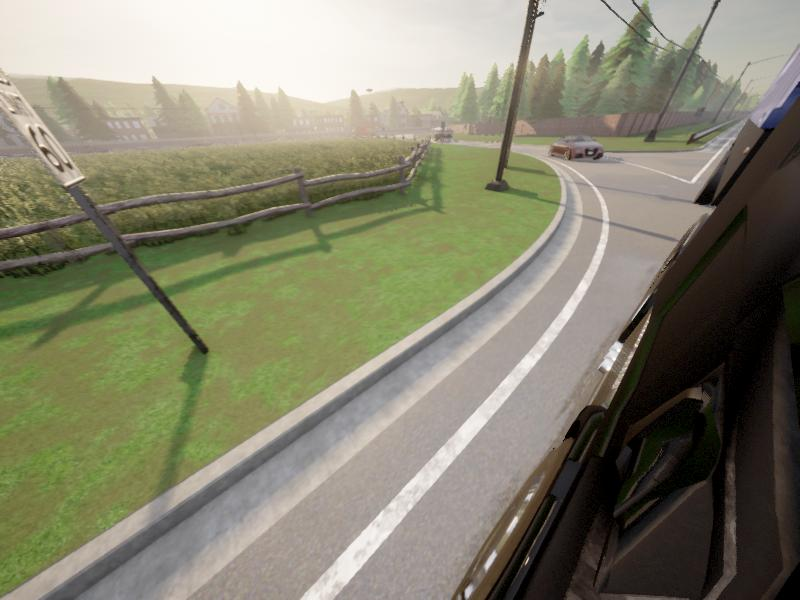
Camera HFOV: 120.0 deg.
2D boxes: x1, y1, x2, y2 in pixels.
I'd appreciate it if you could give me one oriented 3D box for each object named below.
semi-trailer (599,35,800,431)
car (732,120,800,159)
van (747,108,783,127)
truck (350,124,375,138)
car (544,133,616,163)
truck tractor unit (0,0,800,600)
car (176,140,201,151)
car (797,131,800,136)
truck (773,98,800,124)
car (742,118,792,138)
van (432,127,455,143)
[{"bbox_3d":[8.660,-3.624,4.275,14.254,4.402,2.717,-28,44,-30],"label":"semi-trailer"},{"bbox_3d":[22.684,-9.848,14.078,5.027,1.651,2.152,-28,43,-30],"label":"car"},{"bbox_3d":[63.744,-31.961,40.462,6.366,2.431,2.351,-28,43,-30],"label":"van"},{"bbox_3d":[-13.915,-63.368,86.749,8.468,3.827,2.891,-28,43,-30],"label":"truck"},{"bbox_3d":[12.078,-10.535,15.920,1.994,1.385,4.181,1,37,5],"label":"car"},{"bbox_3d":[2.645,-0.295,0.352,6.516,4.208,3.053,-28,44,-30],"label":"truck tractor unit"},{"bbox_3d":[-51.271,-37.497,56.027,3.866,1.878,1.905,-28,43,-30],"label":"car"},{"bbox_3d":[41.529,-17.073,22.664,4.892,1.490,1.837,-28,43,-30],"label":"car"},{"bbox_3d":[79.148,-37.994,46.386,8.468,3.827,2.891,-28,43,-30],"label":"truck"},{"bbox_3d":[37.679,-17.744,23.837,4.792,1.488,2.163,-28,43,-30],"label":"car"},{"bbox_3d":[7.308,-27.862,39.012,2.069,2.038,4.480,-11,37,-11],"label":"van"}]
